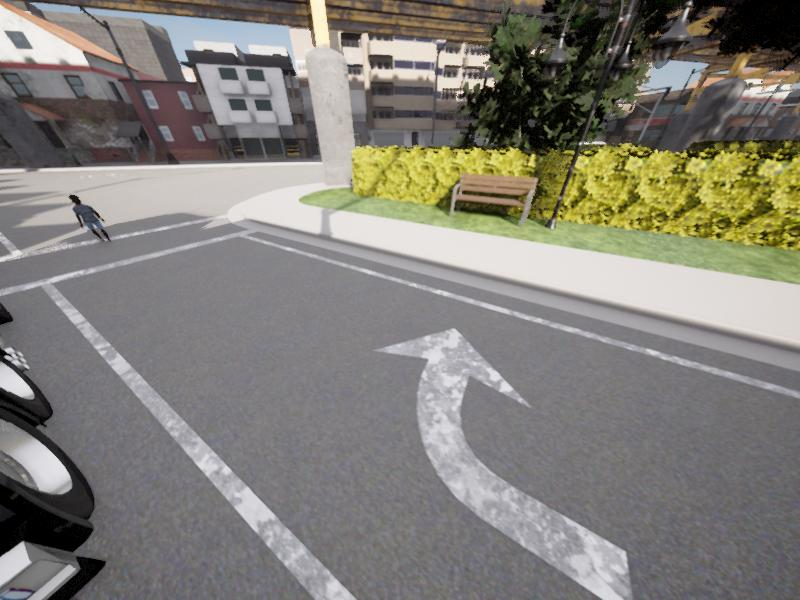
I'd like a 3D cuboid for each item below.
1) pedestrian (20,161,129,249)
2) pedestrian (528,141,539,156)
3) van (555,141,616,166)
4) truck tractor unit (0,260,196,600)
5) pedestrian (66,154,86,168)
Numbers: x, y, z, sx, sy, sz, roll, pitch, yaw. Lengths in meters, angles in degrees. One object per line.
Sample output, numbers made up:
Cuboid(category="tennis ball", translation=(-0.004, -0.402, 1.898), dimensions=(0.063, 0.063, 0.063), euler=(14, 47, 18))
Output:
Cuboid(category="pedestrian", translation=(-8.024, -2.369, 5.807), dimensions=(0.751, 1.860, 0.751), euler=(24, 42, 31))
Cuboid(category="pedestrian", translation=(19.997, -22.753, 34.602), dimensions=(0.751, 1.860, 0.751), euler=(6, 35, 10))
Cuboid(category="van", translation=(19.068, -15.207, 23.911), dimensions=(4.480, 2.038, 2.069), euler=(-9, 36, -12))
Cuboid(category="truck tractor unit", translation=(-5.108, -0.300, 0.807), dimensions=(6.516, 4.208, 3.053), euler=(18, 39, 25))
Cuboid(category="pedestrian", translation=(-31.375, -13.469, 22.349), dimensions=(0.500, 1.100, 0.500), euler=(-11, 36, -14))
